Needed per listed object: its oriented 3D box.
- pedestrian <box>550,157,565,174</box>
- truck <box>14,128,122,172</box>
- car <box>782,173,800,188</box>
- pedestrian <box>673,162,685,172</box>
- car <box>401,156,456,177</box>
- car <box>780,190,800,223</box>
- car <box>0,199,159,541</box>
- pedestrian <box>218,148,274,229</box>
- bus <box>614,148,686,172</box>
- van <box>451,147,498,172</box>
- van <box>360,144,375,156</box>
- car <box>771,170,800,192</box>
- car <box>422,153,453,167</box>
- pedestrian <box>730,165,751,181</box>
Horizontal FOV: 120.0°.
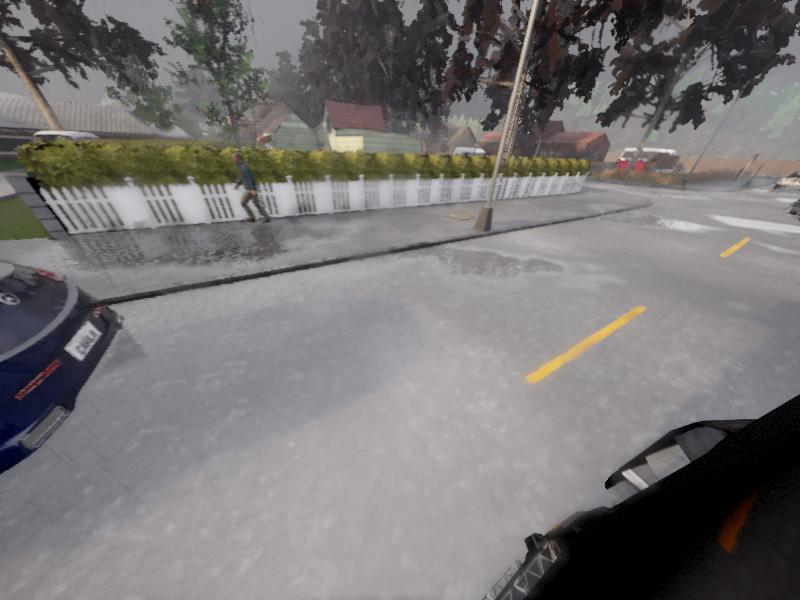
[{"bbox_3d":[20.850,-17.871,30.632,0.751,1.860,0.751,-16,38,-26],"label":"pedestrian"},{"bbox_3d":[-20.693,-9.586,14.825,2.069,2.038,4.478,-16,38,-26],"label":"truck"},{"bbox_3d":[49.623,-14.707,28.453,4.892,1.490,1.837,-16,38,-26],"label":"car"},{"bbox_3d":[58.605,-27.880,48.499,0.751,1.860,0.751,-15,37,-25],"label":"pedestrian"},{"bbox_3d":[2.386,-11.396,19.697,4.181,1.381,1.994,-16,38,-26],"label":"car"},{"bbox_3d":[20.498,-4.496,10.867,3.633,1.501,1.845,-25,43,-35],"label":"car"},{"bbox_3d":[-4.912,0.853,0.856,5.027,1.651,2.152,-16,38,-26],"label":"car"},{"bbox_3d":[-4.146,-3.016,6.328,0.751,1.860,0.751,-16,38,-25],"label":"pedestrian"},{"bbox_3d":[59.551,-33.836,55.645,3.944,4.253,10.273,-16,38,-26],"label":"bus"},{"bbox_3d":[9.690,-18.853,30.948,1.988,2.561,5.915,-16,38,-26],"label":"van"},{"bbox_3d":[-8.998,-41.650,64.120,1.988,2.561,5.915,-16,38,-26],"label":"van"},{"bbox_3d":[42.813,-12.915,24.903,4.605,1.855,1.932,-16,38,-26],"label":"car"},{"bbox_3d":[5.839,-22.252,36.649,2.152,1.651,5.027,-16,38,-26],"label":"car"},{"bbox_3d":[47.152,-17.526,31.985,0.751,1.860,0.751,-16,38,-26],"label":"pedestrian"}]
